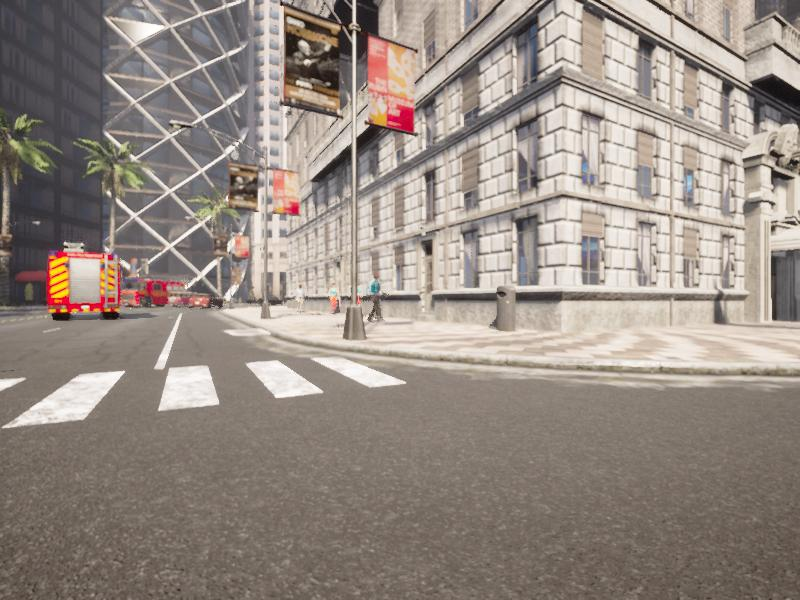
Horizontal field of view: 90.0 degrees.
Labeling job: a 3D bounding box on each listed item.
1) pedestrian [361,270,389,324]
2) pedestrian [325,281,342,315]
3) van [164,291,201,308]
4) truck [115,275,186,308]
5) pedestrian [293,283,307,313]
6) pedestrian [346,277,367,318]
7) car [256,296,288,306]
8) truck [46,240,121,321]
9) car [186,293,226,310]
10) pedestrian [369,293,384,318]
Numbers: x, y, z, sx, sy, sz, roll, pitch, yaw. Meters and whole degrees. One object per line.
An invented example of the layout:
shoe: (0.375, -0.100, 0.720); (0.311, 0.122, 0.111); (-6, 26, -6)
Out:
pedestrian: (-0.892, -0.119, 14.296); (0.751, 1.860, 0.751); (0, 0, -32)
pedestrian: (-3.760, -0.123, 22.680); (0.751, 1.860, 0.751); (0, 0, -26)
van: (-27.602, -0.039, 50.916); (1.775, 1.987, 4.442); (0, 0, 8)
truck: (-31.243, -0.962, 50.595); (2.891, 3.827, 8.468); (0, 0, 7)
pedestrian: (-6.490, -0.126, 25.876); (0.751, 1.860, 0.751); (0, 0, -27)
pedestrian: (-1.994, -0.120, 18.488); (0.751, 1.860, 0.751); (0, 0, -26)
car: (-20.196, 0.213, 63.236); (1.837, 1.490, 4.892); (0, 0, 27)
truck: (-18.034, -0.944, 23.203); (2.891, 3.827, 8.468); (0, 0, -36)
car: (-20.971, 0.151, 43.512); (2.152, 1.651, 5.027); (0, 0, -4)
pedestrian: (-1.070, 0.261, 18.089); (0.500, 1.100, 0.500); (0, 0, -23)
